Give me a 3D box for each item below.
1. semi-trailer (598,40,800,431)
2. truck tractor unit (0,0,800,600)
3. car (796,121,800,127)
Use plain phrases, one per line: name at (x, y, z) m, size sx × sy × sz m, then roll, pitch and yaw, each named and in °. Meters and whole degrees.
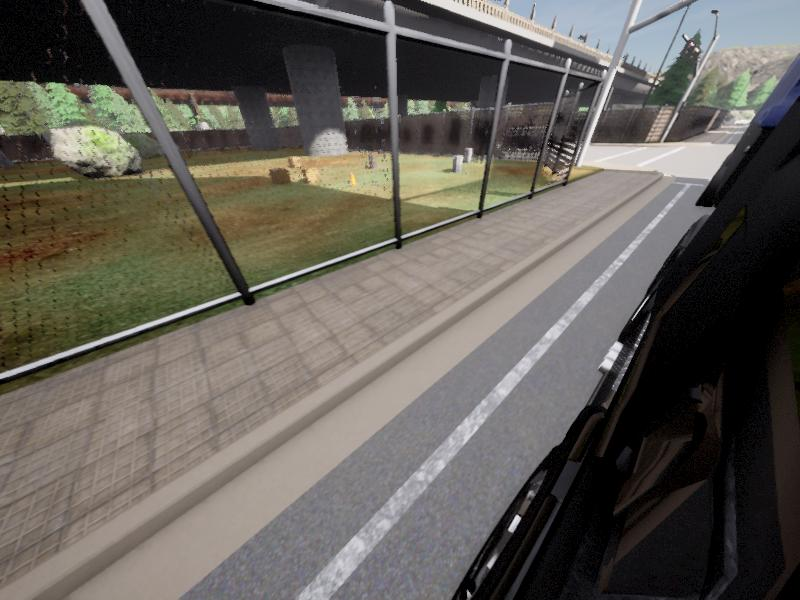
semi-trailer at (8.705, -3.571, 4.264) m, size 14.254 × 4.402 × 2.717 m, roll -28°, pitch 43°, yaw -30°
truck tractor unit at (2.645, -0.295, 0.351) m, size 6.516 × 4.208 × 3.053 m, roll -28°, pitch 44°, yaw -30°
car at (86.423, -37.869, 48.628) m, size 5.566 × 2.045 × 2.150 m, roll -28°, pitch 43°, yaw -30°
